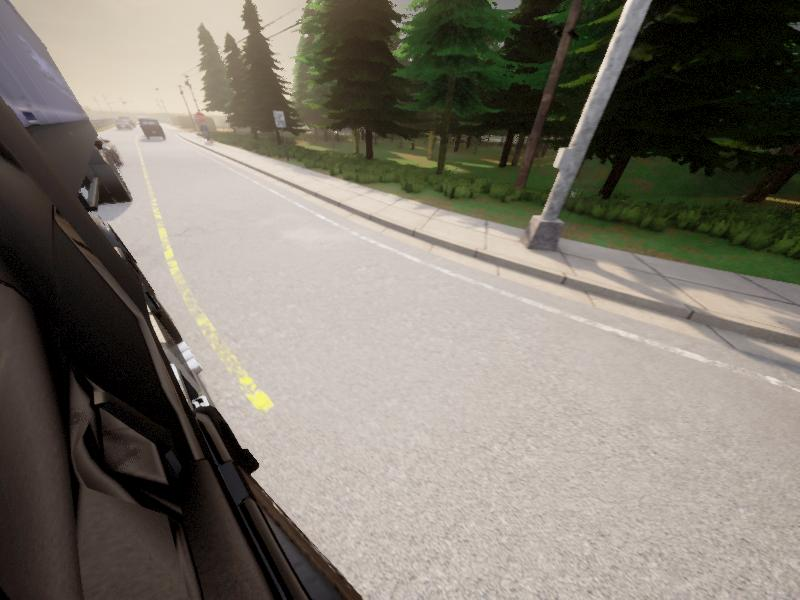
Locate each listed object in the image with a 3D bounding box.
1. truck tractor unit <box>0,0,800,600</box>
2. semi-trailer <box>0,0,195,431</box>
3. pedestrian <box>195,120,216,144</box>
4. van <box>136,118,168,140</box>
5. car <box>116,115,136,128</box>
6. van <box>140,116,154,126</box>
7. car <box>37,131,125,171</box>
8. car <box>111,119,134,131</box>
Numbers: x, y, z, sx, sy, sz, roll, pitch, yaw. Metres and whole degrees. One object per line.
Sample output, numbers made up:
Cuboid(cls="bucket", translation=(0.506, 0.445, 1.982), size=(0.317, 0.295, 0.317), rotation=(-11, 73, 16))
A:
Cuboid(cls="truck tractor unit", translation=(-2.645, -0.295, 0.351), size=(6.516, 4.208, 3.053), rotation=(28, 44, 30))
Cuboid(cls="semi-trailer", translation=(-8.361, -3.806, 4.545), size=(14.254, 4.402, 2.717), rotation=(32, 46, 33))
Cuboid(cls="pedestrian", translation=(-19.666, -17.000, 23.402), size=(0.751, 1.860, 0.751), rotation=(24, 41, 26))
Cuboid(cls="van", translation=(-29.486, -20.338, 27.442), size=(1.775, 1.987, 4.442), rotation=(-27, 45, -33))
Cuboid(cls="car", translation=(-60.994, -39.774, 51.520), size=(2.150, 2.045, 5.566), rotation=(-26, 45, -33))
Cuboid(cls="van", translation=(-76.599, -54.179, 69.892), size=(2.069, 2.038, 4.480), rotation=(-26, 45, -33))
Cuboid(cls="car", translation=(-16.256, -7.878, 12.072), size=(1.994, 1.385, 4.181), rotation=(-27, 46, -34))
Cuboid(cls="car", translation=(-49.580, -31.346, 41.366), size=(2.128, 1.511, 4.902), rotation=(-26, 45, -33))
